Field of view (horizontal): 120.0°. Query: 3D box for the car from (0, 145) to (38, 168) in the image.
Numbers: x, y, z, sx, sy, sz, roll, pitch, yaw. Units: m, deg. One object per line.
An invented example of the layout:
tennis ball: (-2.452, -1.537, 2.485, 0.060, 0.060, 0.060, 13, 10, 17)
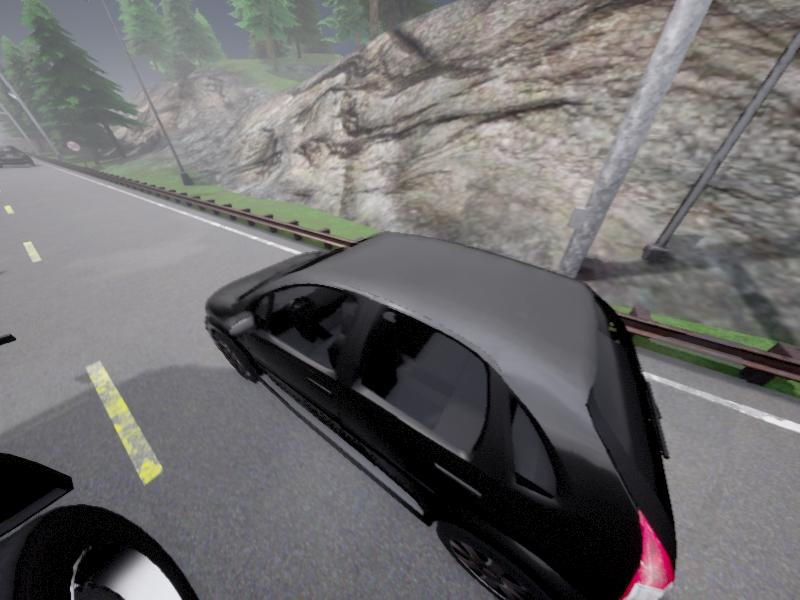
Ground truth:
car: (-38.456, -14.167, 22.726, 4.611, 1.667, 2.242, 21, 40, 27)

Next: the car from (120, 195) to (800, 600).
car: (-0.223, 0.255, 2.177, 3.988, 1.617, 1.851, 21, 40, 27)

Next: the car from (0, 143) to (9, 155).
car: (-71.548, -26.570, 40.567, 4.611, 1.667, 2.242, 21, 40, 27)
